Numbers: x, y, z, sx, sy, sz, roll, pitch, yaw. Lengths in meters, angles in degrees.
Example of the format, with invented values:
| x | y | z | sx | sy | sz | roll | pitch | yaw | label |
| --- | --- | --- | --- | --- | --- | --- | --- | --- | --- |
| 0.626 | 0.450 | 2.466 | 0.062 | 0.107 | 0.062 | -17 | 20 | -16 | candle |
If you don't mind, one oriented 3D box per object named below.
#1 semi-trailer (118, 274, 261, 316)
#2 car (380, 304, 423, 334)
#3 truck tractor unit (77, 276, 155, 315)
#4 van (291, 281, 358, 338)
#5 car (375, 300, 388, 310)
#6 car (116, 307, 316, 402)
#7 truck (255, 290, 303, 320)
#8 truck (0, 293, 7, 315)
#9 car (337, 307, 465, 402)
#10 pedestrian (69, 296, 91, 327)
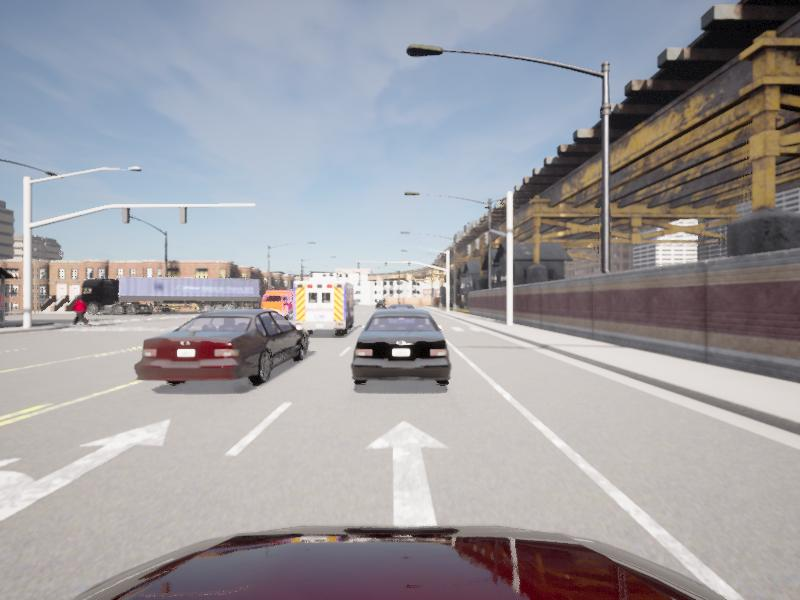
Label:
| x | y | z | sx | sy | sz | roll | pitch | yaw | label |
| --- | --- | --- | --- | --- | --- | --- | --- | --- | --- |
| -23.633 | -0.558 | 46.039 | 14.254 | 4.402 | 2.717 | 0 | 1 | -17 | semi-trailer |
| 0.080 | 0.926 | 21.679 | 2.033 | 1.411 | 5.357 | 0 | 0 | 0 | car |
| -31.289 | -0.458 | 44.288 | 6.516 | 4.208 | 3.053 | 0 | 0 | 0 | truck tractor unit |
| -3.557 | 0.407 | 20.234 | 2.351 | 2.431 | 6.366 | 0 | 0 | -1 | van |
| -3.270 | 0.874 | 71.320 | 1.930 | 1.638 | 5.238 | 0 | 0 | 0 | car |
| -3.466 | 0.908 | 8.986 | 2.033 | 1.411 | 5.357 | 0 | 0 | 0 | car |
| -10.378 | 0.409 | 34.922 | 2.627 | 2.467 | 5.204 | 0 | 0 | 0 | truck |
| -46.668 | 0.430 | 43.721 | 5.204 | 2.467 | 2.627 | 1 | 0 | 7 | truck |
| 0.035 | 0.908 | 9.029 | 2.033 | 1.411 | 5.357 | 0 | 0 | 0 | car |
| -19.396 | 0.672 | 24.264 | 0.751 | 1.860 | 0.751 | 0 | 0 | -2 | pedestrian |
